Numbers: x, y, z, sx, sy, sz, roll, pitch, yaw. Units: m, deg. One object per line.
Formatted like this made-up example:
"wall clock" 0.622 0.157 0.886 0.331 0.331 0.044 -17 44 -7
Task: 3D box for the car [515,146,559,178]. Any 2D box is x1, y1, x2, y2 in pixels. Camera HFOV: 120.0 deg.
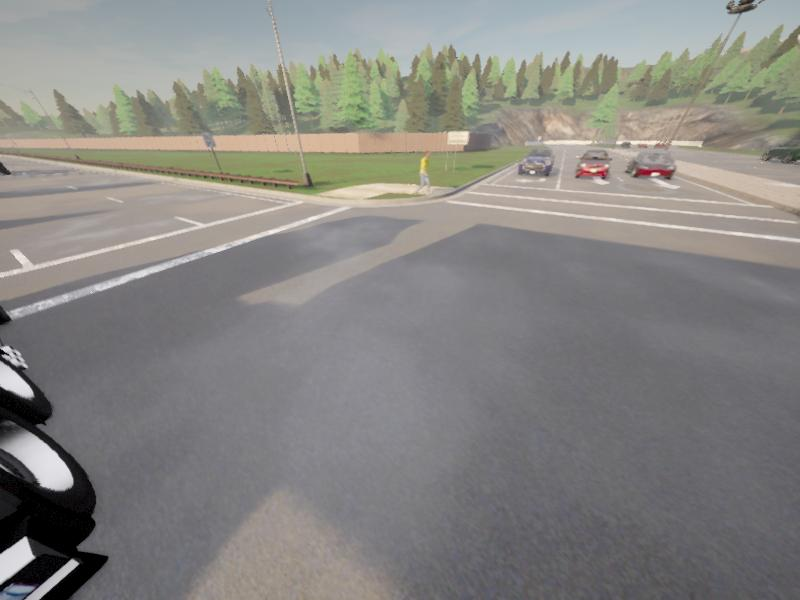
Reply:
"car" 10.537 -10.672 17.682 2.097 1.767 4.553 18 39 25

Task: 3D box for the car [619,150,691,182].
"car" 17.636 -9.581 16.314 2.163 1.488 4.792 18 39 25

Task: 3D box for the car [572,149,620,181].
"car" 13.488 -9.535 16.181 1.851 1.617 3.988 18 39 25

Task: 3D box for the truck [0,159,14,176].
"truck" -36.411 -11.878 19.638 6.274 2.098 2.390 18 39 24

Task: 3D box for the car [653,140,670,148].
"car" 68.096 -40.647 60.203 4.553 1.767 2.097 -29 44 -34

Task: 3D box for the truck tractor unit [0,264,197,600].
"truck tractor unit" -5.116 -0.294 0.787 6.516 4.208 3.053 18 39 24

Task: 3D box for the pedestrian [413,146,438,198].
"pedestrian" 1.079 -5.542 10.035 0.751 1.860 0.751 16 38 22

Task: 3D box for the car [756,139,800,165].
"car" 40.356 -15.061 23.464 2.150 2.045 5.566 18 39 24

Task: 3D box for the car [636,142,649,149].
"car" 63.364 -40.425 60.355 1.895 1.301 4.718 27 43 34

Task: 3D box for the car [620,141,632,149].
"car" 59.295 -40.733 60.667 1.837 1.490 4.892 24 42 31
